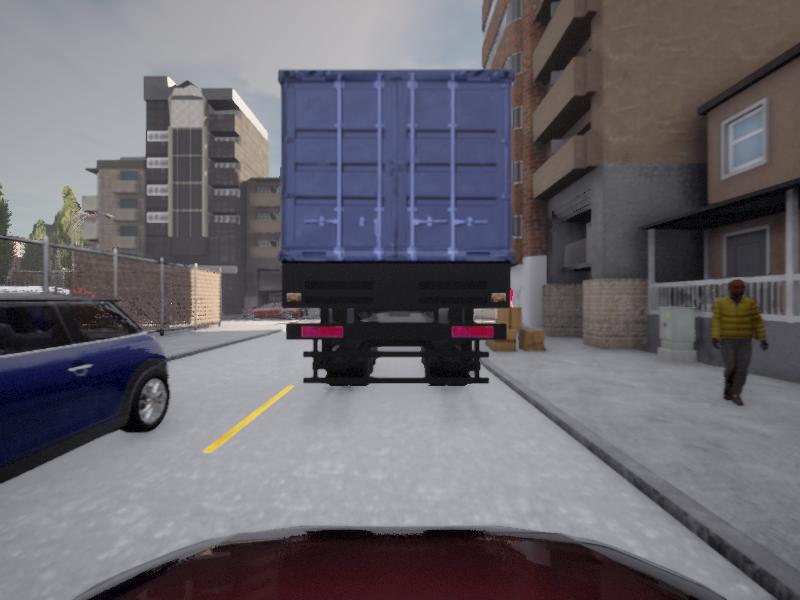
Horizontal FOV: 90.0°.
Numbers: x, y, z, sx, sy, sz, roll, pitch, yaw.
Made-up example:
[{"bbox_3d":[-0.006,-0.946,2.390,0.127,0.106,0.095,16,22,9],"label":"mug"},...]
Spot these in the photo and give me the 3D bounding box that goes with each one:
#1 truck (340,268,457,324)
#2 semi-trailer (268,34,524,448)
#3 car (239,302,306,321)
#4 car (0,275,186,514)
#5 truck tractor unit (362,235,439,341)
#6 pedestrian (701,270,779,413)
[{"bbox_3d":[-0.062,-0.281,30.400,8.468,3.827,2.891,0,0,-23],"label":"truck"},{"bbox_3d":[-0.034,-0.604,11.372,2.717,4.402,14.254,0,0,0],"label":"semi-trailer"},{"bbox_3d":[-10.218,0.894,32.370,4.792,1.488,2.163,0,0,0],"label":"car"},{"bbox_3d":[-3.999,0.699,3.229,2.097,1.767,4.553,0,0,0],"label":"car"},{"bbox_3d":[-0.115,-0.474,19.291,3.053,4.208,6.516,0,0,-2],"label":"truck tractor unit"},{"bbox_3d":[4.808,0.541,5.721,0.751,1.860,0.751,0,0,32],"label":"pedestrian"}]
